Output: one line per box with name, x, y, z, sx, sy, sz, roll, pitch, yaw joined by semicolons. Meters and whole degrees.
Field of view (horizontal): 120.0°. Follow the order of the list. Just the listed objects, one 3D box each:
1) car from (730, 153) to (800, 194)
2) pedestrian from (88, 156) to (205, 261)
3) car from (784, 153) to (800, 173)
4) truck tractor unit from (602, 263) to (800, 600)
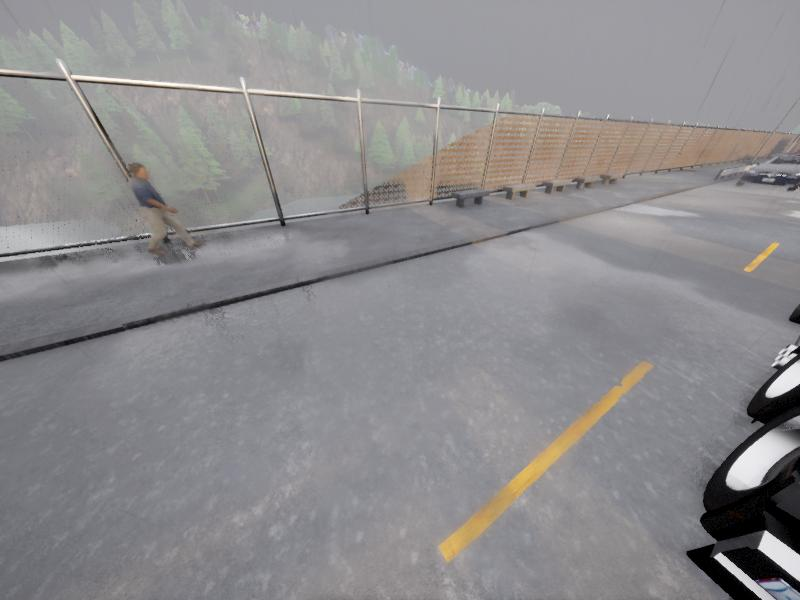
car;22.337;-7.509;13.513;5.027;1.651;2.152;-18;39;-24
pedestrian;-5.045;-1.882;4.815;0.751;1.860;0.751;-14;37;-20
car;36.793;-12.234;20.391;4.856;1.649;2.033;-18;39;-25
truck tractor unit;5.108;-0.304;0.784;6.516;4.208;3.053;-18;39;-24
